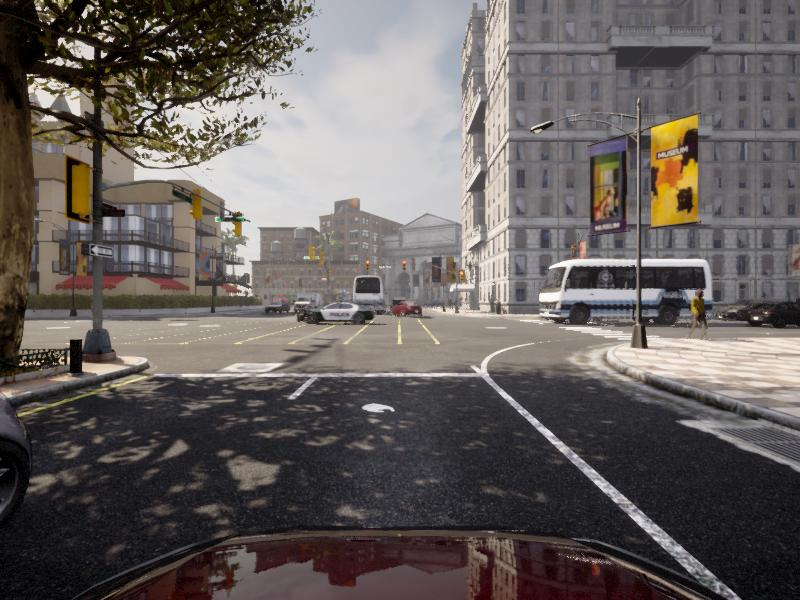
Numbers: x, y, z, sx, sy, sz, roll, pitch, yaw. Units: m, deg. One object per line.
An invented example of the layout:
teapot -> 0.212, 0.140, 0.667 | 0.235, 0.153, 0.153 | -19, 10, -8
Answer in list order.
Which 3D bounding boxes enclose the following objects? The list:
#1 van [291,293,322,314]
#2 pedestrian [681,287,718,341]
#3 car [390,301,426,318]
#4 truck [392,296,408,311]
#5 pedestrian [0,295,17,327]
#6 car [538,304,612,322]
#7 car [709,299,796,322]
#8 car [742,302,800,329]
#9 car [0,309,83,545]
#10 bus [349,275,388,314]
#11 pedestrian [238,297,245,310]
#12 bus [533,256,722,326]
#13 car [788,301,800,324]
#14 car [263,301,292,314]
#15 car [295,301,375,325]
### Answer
van -> -11.502, 0.371, 49.802 | 2.351, 2.431, 6.366 | 0, 0, 0
pedestrian -> 10.526, 0.483, 14.089 | 0.751, 1.860, 0.751 | 0, 0, -3
car -> 0.695, 0.864, 38.290 | 1.812, 1.442, 4.674 | -1, 0, -21
truck -> 0.000, 0.534, 59.649 | 2.390, 2.098, 6.274 | 0, 0, 0
pedestrian -> -23.513, 0.634, 23.767 | 0.751, 1.860, 0.751 | 0, 0, 4
car -> 13.025, 0.940, 29.966 | 4.718, 1.301, 1.895 | 0, 0, 0
car -> 26.344, 0.751, 30.035 | 4.611, 1.667, 2.242 | 0, 0, 0
car -> 22.546, 0.851, 23.029 | 4.193, 1.474, 1.816 | 0, 0, 0
car -> -3.492, 0.826, 1.425 | 1.845, 1.501, 3.633 | 0, 0, 0
bus -> -3.622, -0.542, 48.604 | 3.944, 4.253, 10.273 | 0, 0, 0
pedestrian -> -22.242, 0.477, 56.075 | 0.751, 1.860, 0.751 | 0, 0, 0
bus -> 14.488, -0.538, 26.231 | 10.273, 4.253, 3.944 | 0, 0, -2
car -> 28.986, 0.825, 26.537 | 4.514, 1.525, 2.007 | 0, 0, 0
car -> -15.001, 0.888, 49.342 | 2.033, 1.411, 5.357 | 0, 0, 0
car -> -4.182, 0.821, 26.367 | 4.974, 1.542, 2.038 | 0, 0, 0
